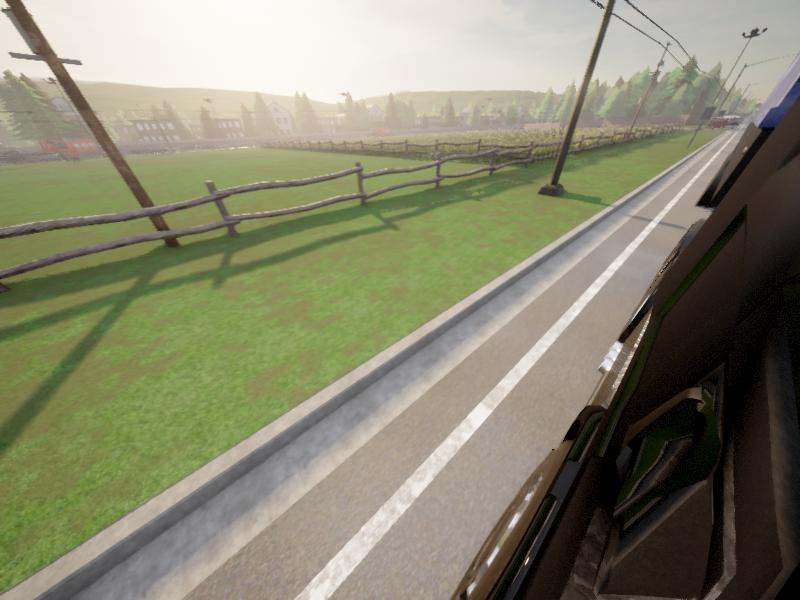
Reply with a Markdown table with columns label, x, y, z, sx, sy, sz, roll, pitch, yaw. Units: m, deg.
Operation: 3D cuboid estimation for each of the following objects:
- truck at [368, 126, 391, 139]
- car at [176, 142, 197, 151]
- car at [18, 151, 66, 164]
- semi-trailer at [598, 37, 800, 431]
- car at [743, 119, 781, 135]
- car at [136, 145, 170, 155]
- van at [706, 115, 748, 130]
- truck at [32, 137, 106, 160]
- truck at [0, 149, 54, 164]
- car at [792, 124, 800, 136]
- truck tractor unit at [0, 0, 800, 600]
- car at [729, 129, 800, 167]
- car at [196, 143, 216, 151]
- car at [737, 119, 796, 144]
| label | x | y | z | sx | sy | sz | roll | pitch | yaw |
| --- | --- | --- | --- | --- | --- | --- | --- | --- | --- |
| truck | -7.918 | -66.250 | 91.360 | 8.468 | 3.827 | 2.891 | -28 | 43 | -30 |
| car | -60.427 | -43.382 | 65.344 | 3.866 | 1.878 | 1.905 | -28 | 43 | -30 |
| car | -69.448 | -27.778 | 44.948 | 4.611 | 1.667 | 2.242 | -28 | 43 | -30 |
| semi-trailer | 8.700 | -3.579 | 4.266 | 14.254 | 4.402 | 2.717 | -28 | 43 | -30 |
| car | 46.940 | -22.518 | 30.038 | 4.792 | 1.488 | 2.163 | -28 | 43 | -30 |
| car | -59.033 | -35.950 | 55.309 | 5.238 | 1.638 | 1.930 | -28 | 43 | -30 |
| van | 58.778 | -31.974 | 41.669 | 2.069 | 2.038 | 4.480 | 11 | 38 | 17 |
| truck | -74.190 | -34.318 | 52.242 | 8.468 | 3.827 | 2.891 | -28 | 43 | -30 |
| truck | -76.916 | -29.487 | 47.299 | 6.274 | 2.098 | 2.390 | -28 | 43 | -30 |
| car | 45.001 | -18.820 | 25.079 | 3.633 | 1.501 | 1.845 | -28 | 43 | -30 |
| truck tractor unit | 2.645 | -0.295 | 0.352 | 6.516 | 4.208 | 3.053 | -28 | 44 | -30 |
| car | 20.321 | -8.442 | 12.716 | 4.181 | 1.385 | 1.994 | -28 | 43 | -30 |
| car | -54.440 | -43.075 | 64.814 | 3.988 | 1.617 | 1.851 | -28 | 43 | -30 |
| car | 33.354 | -15.416 | 21.140 | 5.027 | 1.651 | 2.152 | -28 | 43 | -30 |
